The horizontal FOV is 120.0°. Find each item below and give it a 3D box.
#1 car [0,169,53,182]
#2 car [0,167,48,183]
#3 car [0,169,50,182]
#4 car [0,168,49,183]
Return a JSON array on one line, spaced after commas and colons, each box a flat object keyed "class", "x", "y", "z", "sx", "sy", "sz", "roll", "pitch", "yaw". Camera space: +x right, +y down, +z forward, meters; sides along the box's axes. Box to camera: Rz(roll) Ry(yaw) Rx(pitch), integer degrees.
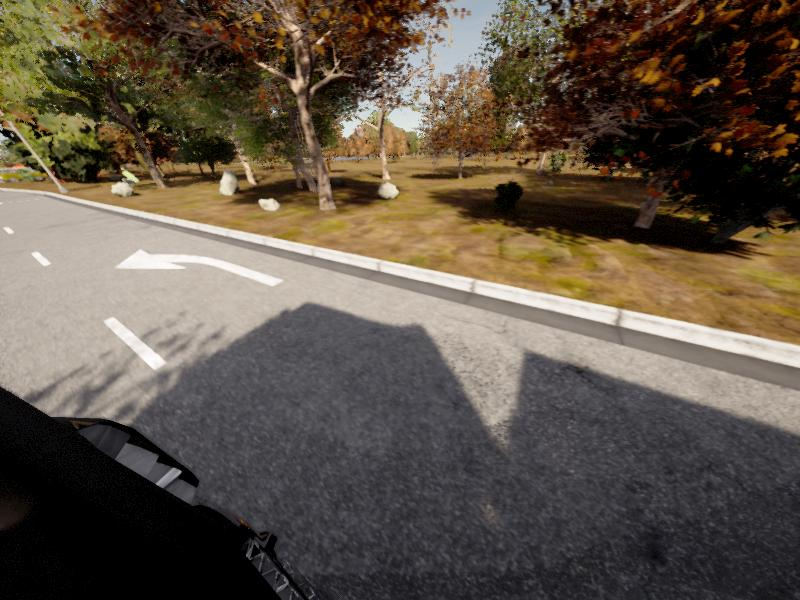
[{"class": "car", "x": -67.373, "y": -22.335, "z": 41.403, "sx": 1.946, "sy": 1.575, "sz": 5.366, "roll": 7, "pitch": 34, "yaw": 15}, {"class": "car", "x": -62.682, "y": -20.610, "z": 38.015, "sx": 1.878, "sy": 1.987, "sz": 4.442, "roll": 7, "pitch": 34, "yaw": 14}, {"class": "car", "x": -69.849, "y": -23.025, "z": 42.637, "sx": 1.946, "sy": 1.575, "sz": 5.366, "roll": 8, "pitch": 35, "yaw": 15}, {"class": "car", "x": -65.056, "y": -21.442, "z": 39.643, "sx": 2.185, "sy": 1.767, "sz": 4.553, "roll": 7, "pitch": 34, "yaw": 15}]
